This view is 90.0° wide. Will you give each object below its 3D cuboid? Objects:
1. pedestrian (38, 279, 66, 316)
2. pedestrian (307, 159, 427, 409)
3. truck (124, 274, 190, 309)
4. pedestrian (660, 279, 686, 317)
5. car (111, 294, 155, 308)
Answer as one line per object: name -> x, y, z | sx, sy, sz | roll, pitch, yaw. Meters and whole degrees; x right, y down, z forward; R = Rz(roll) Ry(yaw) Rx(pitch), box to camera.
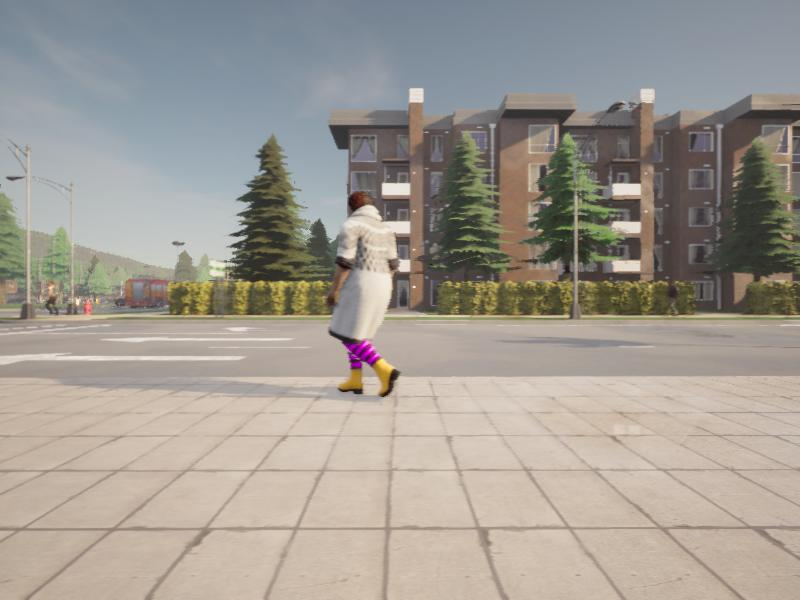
pedestrian -> -17.539, -0.122, 20.152 | 0.751, 1.860, 0.751 | 0, 0, 0
pedestrian -> -0.266, -0.115, 3.489 | 0.751, 1.860, 0.751 | 0, 0, 30
truck -> -29.242, -0.932, 48.672 | 2.891, 3.827, 8.468 | 0, 0, 0
pedestrian -> 13.698, -0.110, 20.083 | 0.751, 1.860, 0.751 | 0, 0, 0
car -> -32.750, 0.158, 49.331 | 1.930, 1.638, 5.238 | 0, 0, 0
